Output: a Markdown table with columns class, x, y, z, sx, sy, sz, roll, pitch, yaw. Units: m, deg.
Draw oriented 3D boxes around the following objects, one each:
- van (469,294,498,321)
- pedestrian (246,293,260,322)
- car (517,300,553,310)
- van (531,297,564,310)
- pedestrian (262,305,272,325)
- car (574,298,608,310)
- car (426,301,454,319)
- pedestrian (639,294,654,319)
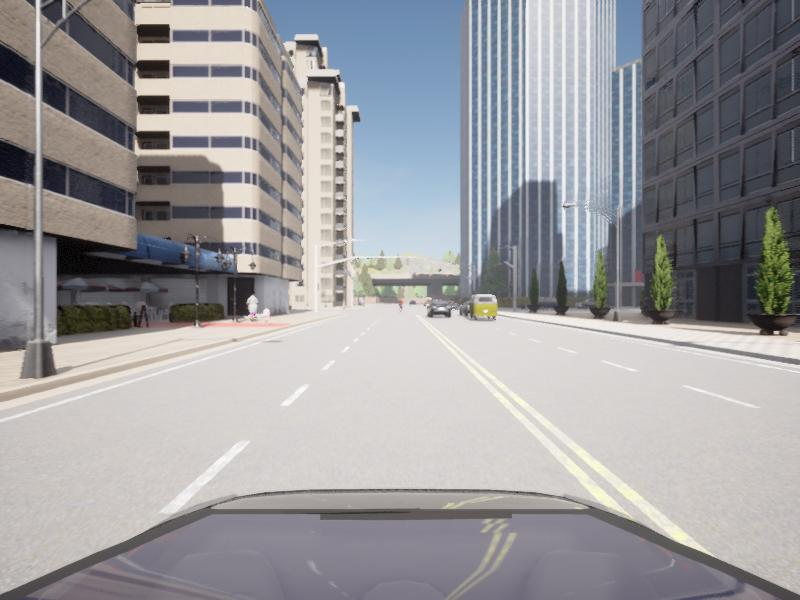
| class | x | y | z | sx | sy | sz | roll | pitch | yaw |
| --- | --- | --- | --- | --- | --- | --- | --- | --- | --- |
| van | 6.693 | 0.583 | 32.547 | 1.775 | 1.987 | 4.442 | 0 | 0 | 4 |
| pedestrian | -9.724 | 0.475 | 26.546 | 0.751 | 1.860 | 0.751 | 0 | 0 | -8 |
| car | 21.748 | 0.746 | 64.595 | 5.238 | 1.638 | 1.930 | 0 | 0 | -1 |
| van | 22.518 | 0.575 | 61.102 | 4.442 | 1.987 | 1.775 | 0 | 0 | -1 |
| pedestrian | -7.589 | 0.856 | 22.793 | 0.500 | 1.100 | 0.500 | 0 | 0 | -10 |
| car | 30.864 | 0.628 | 64.683 | 4.605 | 1.855 | 1.932 | 0 | 0 | -1 |
| car | 3.526 | 0.815 | 36.046 | 2.007 | 1.525 | 4.514 | 0 | 0 | 0 |
| pedestrian | 18.264 | 0.457 | 29.636 | 0.751 | 1.860 | 0.751 | 0 | 0 | 15 |
